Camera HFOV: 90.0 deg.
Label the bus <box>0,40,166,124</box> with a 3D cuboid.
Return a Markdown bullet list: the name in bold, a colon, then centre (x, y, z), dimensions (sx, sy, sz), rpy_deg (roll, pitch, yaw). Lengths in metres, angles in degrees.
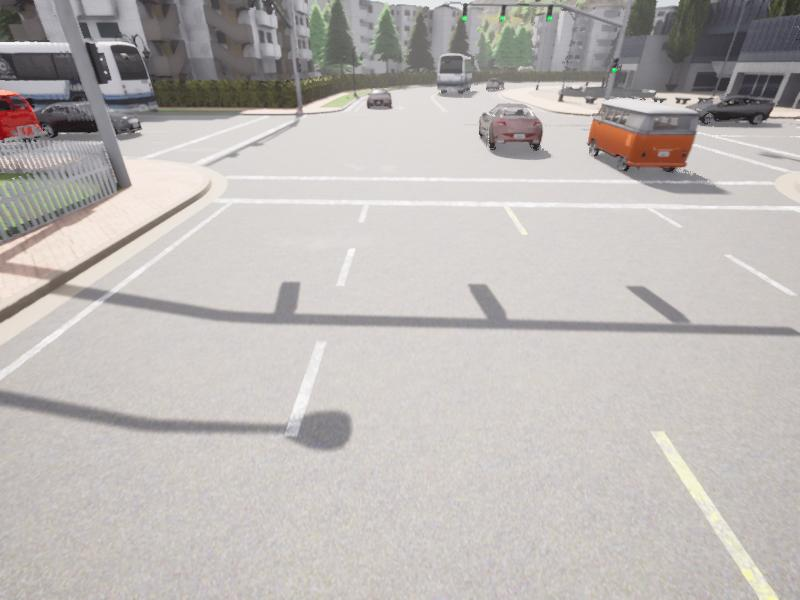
- **bus**: centre (-21.470, -13.670, 25.155), dimensions (10.273, 4.253, 3.944), rpy_deg (1, 30, 3)

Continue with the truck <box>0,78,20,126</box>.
- **truck**: centre (-25.957, -11.306, 22.882), dimensions (5.204, 2.467, 2.627), rpy_deg (2, 30, 2)

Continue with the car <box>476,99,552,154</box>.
- **car**: centre (4.815, -7.819, 17.774), dimensions (2.152, 1.651, 5.027), rpy_deg (1, 30, 3)

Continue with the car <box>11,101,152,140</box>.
- **car**: centre (-15.433, -8.852, 19.634), dimensions (4.902, 1.511, 2.128), rpy_deg (2, 30, 3)

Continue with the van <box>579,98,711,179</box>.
- **van**: centre (8.114, -5.769, 13.912), dimensions (1.775, 1.987, 4.442), rpy_deg (1, 30, 2)

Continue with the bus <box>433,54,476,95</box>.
- **bus**: centre (7.254, -29.382, 52.056), dimensions (3.944, 4.253, 10.273), rpy_deg (7, 31, 13)

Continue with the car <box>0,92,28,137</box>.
- **car**: centre (-21.500, -9.174, 19.803), dimensions (3.866, 1.878, 1.905), rpy_deg (1, 30, 2)

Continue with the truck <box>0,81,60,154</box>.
- **truck**: centre (-18.068, -7.567, 16.483), dimensions (5.204, 2.467, 2.627), rpy_deg (2, 30, 3)

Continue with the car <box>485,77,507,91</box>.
- **car**: centre (14.000, -31.412, 58.153), dimensions (1.851, 1.617, 3.988), rpy_deg (15, 34, 24)

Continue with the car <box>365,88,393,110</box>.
- **car**: centre (-1.678, -16.791, 33.368), dimensions (1.994, 1.385, 4.181), rpy_deg (0, 30, 0)

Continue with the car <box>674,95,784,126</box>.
- **car**: centre (19.669, -11.459, 24.109), dimensions (4.514, 1.525, 2.007), rpy_deg (2, 30, 3)
